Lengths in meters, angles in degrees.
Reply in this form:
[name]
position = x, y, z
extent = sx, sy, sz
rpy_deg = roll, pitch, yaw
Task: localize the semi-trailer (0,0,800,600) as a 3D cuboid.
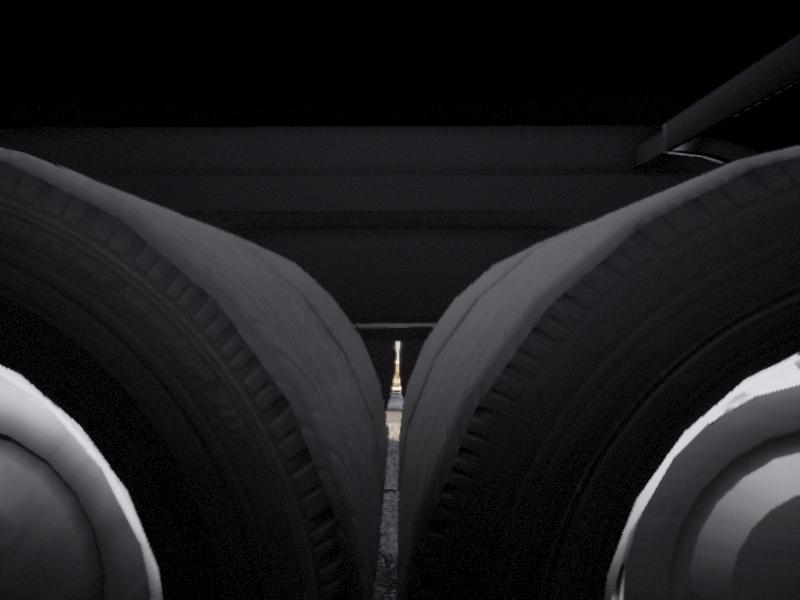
[semi-trailer]
position = 1.970, -1.215, 1.698
extent = 14.254, 4.402, 2.717
rpy_deg = 0, 0, 0
